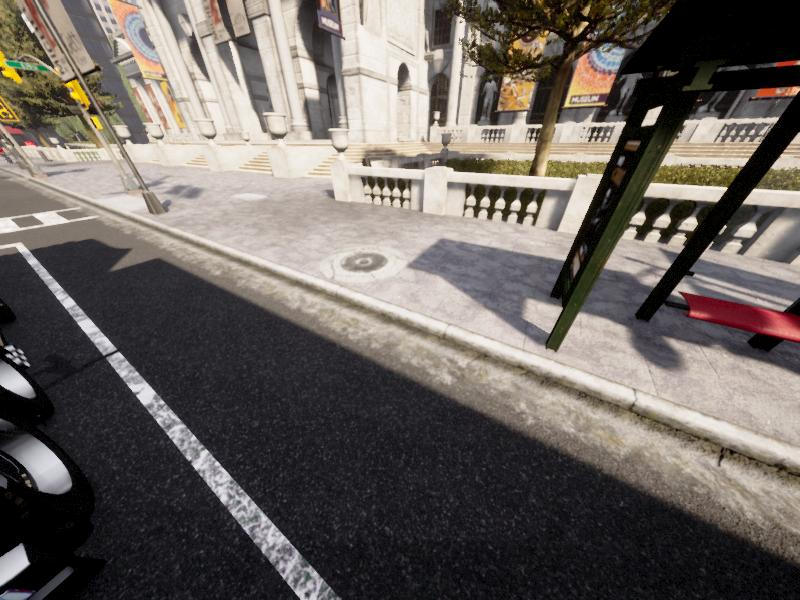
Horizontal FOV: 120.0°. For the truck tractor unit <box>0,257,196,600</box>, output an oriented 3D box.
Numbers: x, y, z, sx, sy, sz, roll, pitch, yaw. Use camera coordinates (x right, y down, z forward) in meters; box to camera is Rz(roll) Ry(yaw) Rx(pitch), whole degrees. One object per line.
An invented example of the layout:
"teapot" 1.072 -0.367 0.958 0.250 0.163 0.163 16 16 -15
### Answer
"truck tractor unit" -5.099 -0.313 0.797 6.516 4.208 3.053 19 39 25
